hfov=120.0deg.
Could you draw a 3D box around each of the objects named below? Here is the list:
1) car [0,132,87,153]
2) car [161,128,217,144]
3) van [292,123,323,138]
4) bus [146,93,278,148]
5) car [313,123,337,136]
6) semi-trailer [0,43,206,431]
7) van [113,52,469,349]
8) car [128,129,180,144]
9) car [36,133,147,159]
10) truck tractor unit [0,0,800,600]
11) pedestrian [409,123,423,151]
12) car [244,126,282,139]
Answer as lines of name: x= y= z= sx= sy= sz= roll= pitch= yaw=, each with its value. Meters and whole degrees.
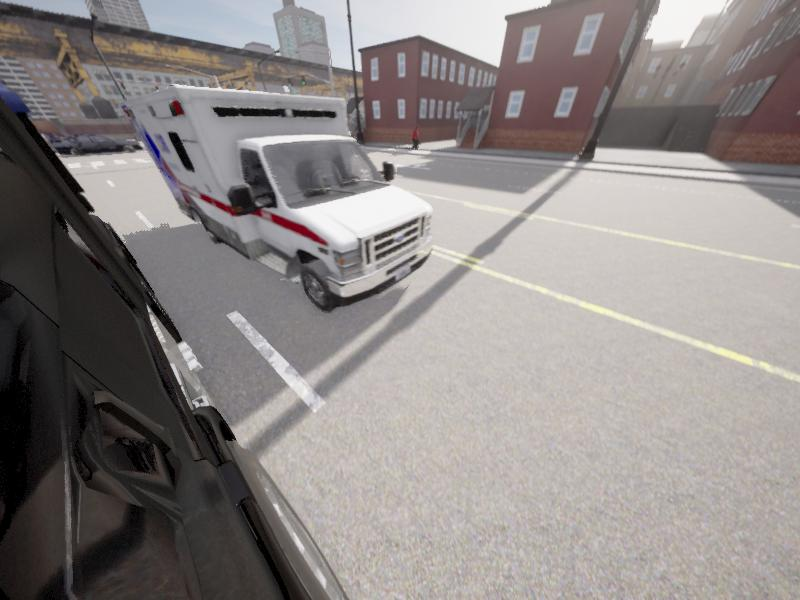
car: x=-35.092 y=-15.441 z=22.492 sx=2.033 sy=1.411 sz=5.357 roll=27 pitch=45 yaw=31
car: x=-27.181 y=-21.237 z=29.882 sx=1.837 sy=1.490 sz=4.892 roll=27 pitch=45 yaw=31
van: x=-16.031 y=-29.548 z=40.197 sx=1.775 sy=1.987 sz=4.442 roll=27 pitch=45 yaw=31
bus: x=-20.740 y=-20.494 z=26.635 sx=3.944 sy=4.253 sz=10.273 roll=27 pitch=45 yaw=31
car: x=-14.790 y=-33.737 z=45.690 sx=1.905 sy=1.878 sz=3.866 roll=27 pitch=46 yaw=31
semi-trailer: x=-8.917 y=-3.325 z=4.168 sx=14.254 sy=4.402 sz=2.717 roll=25 pitch=44 yaw=29
van: x=-2.394 y=-2.183 z=4.332 sx=6.366 sy=2.431 sz=2.351 roll=27 pitch=45 yaw=31
car: x=-31.746 y=-21.185 z=29.938 sx=1.994 sy=1.385 sz=4.181 roll=27 pitch=45 yaw=31
car: x=-25.015 y=-12.807 z=19.037 sx=2.033 sy=1.411 sz=5.357 roll=27 pitch=45 yaw=31
truck tractor unit: x=-2.645 y=-0.295 z=0.351 sx=6.516 sy=4.208 sz=3.053 roll=28 pitch=43 yaw=30
pedestrian: x=1.324 y=-13.433 z=19.063 sx=0.751 sy=1.860 sz=0.751 roll=26 pitch=45 yaw=30
car: x=-22.680 y=-27.902 z=38.352 sx=2.242 sy=1.667 sz=4.611 roll=27 pitch=45 yaw=31
